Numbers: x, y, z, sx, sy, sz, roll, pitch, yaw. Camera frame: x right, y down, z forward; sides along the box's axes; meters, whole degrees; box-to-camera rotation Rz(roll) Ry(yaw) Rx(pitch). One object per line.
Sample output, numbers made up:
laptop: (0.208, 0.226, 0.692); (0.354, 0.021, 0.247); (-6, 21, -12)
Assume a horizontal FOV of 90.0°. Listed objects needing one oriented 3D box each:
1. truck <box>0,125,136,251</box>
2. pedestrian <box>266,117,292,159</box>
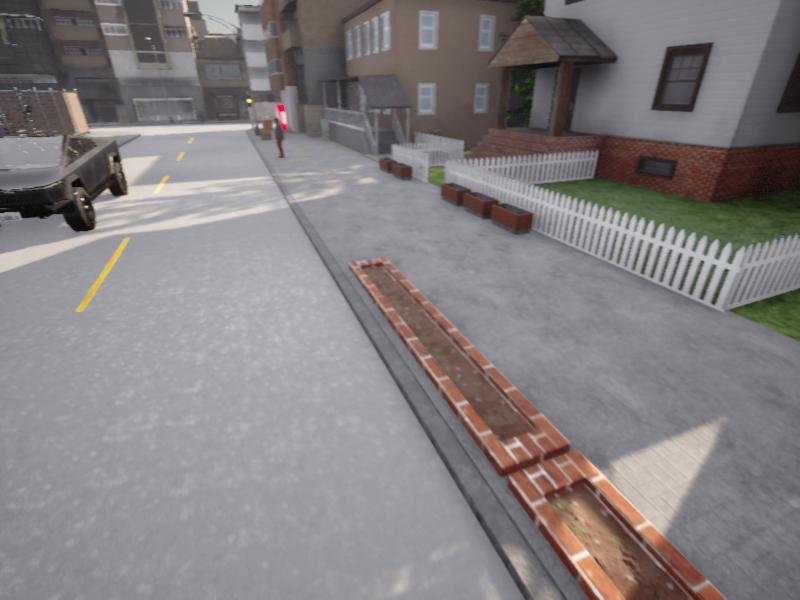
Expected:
truck: (-9.494, -3.409, 10.964); (2.390, 2.098, 6.274); (-10, 29, -19)
pedestrian: (-6.001, -8.028, 19.823); (0.751, 1.860, 0.751); (-20, 33, -33)
